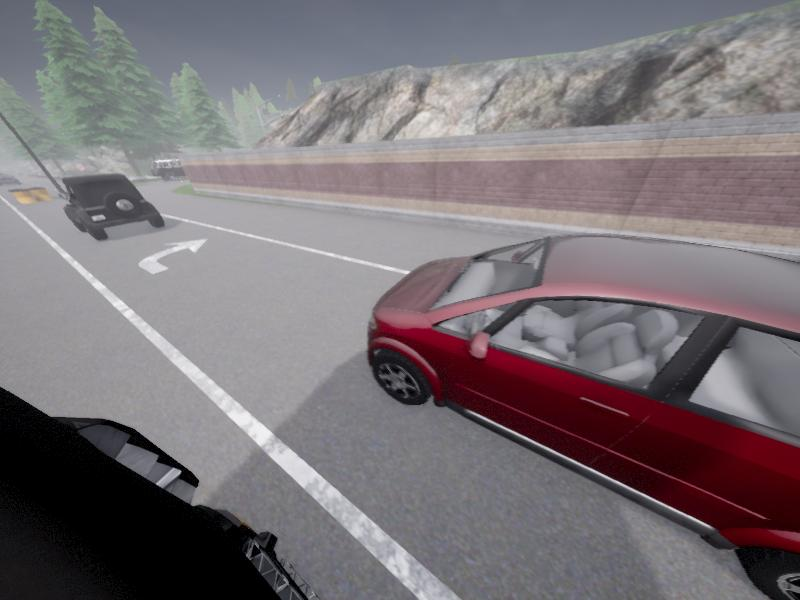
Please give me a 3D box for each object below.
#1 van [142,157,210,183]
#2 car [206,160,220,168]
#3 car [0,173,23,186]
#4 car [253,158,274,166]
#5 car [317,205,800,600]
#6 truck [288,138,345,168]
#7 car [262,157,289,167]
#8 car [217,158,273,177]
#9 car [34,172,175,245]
[{"bbox_3d":[-24.061,-14.152,25.061,2.069,2.038,4.480,17,39,27],"label":"van"},{"bbox_3d":[-47.837,-34.804,58.927,1.882,1.535,5.008,-27,40,-30],"label":"car"},{"bbox_3d":[-60.720,-18.581,35.541,4.974,1.542,2.038,17,38,27],"label":"car"},{"bbox_3d":[-31.112,-31.444,52.571,4.193,1.474,1.816,17,38,27],"label":"car"},{"bbox_3d":[1.453,0.331,1.944,3.705,1.549,1.789,17,38,27],"label":"car"},{"bbox_3d":[-13.571,-24.732,38.677,2.891,3.827,8.468,17,38,27],"label":"truck"},{"bbox_3d":[-24.530,-27.152,45.558,4.792,1.488,2.163,17,39,28],"label":"car"},{"bbox_3d":[-18.191,-15.742,27.444,2.038,1.542,4.974,17,38,27],"label":"car"},{"bbox_3d":[-10.661,-3.493,8.392,3.866,1.878,1.905,17,38,27],"label":"car"}]
